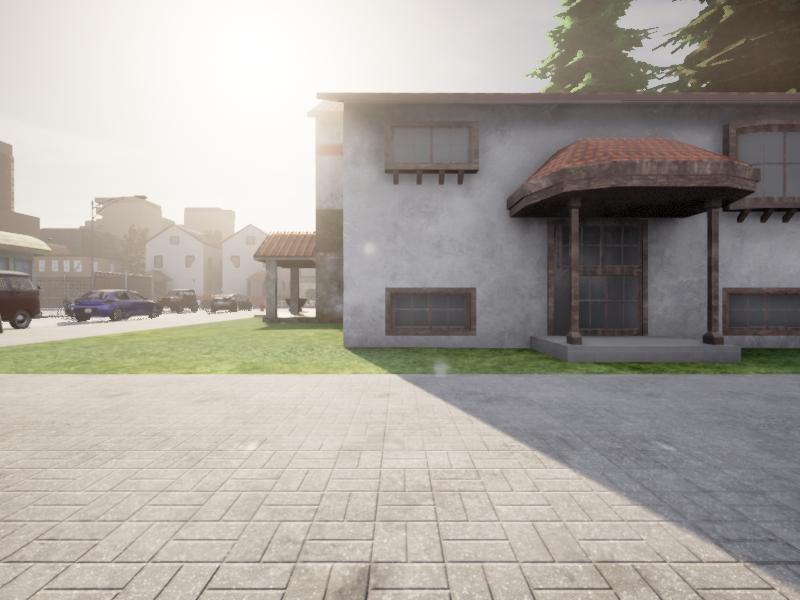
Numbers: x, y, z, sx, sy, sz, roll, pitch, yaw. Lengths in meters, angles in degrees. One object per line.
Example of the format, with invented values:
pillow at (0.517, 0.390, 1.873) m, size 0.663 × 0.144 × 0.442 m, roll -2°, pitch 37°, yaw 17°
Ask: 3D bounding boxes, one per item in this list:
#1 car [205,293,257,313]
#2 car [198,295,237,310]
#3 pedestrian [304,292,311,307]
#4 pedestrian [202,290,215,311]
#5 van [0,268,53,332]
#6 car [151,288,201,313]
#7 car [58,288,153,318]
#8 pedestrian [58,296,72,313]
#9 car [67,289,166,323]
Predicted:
car at (-13.474, 0.251, 32.322) m, size 2.163 × 1.488 × 4.792 m, roll 0°, pitch 0°, yaw 0°
car at (-19.004, 0.236, 41.522) m, size 2.128 × 1.511 × 4.902 m, roll 0°, pitch 0°, yaw -44°
pedestrian at (-12.032, -0.067, 52.015) m, size 0.751 × 1.860 × 0.751 m, roll 0°, pitch 0°, yaw -10°
pedestrian at (-17.695, 0.037, 36.952) m, size 0.751 × 1.860 × 0.751 m, roll 0°, pitch 0°, yaw 14°
van at (-13.442, -0.002, 12.281) m, size 1.775 × 1.987 × 4.442 m, roll 0°, pitch 0°, yaw -1°
car at (-17.623, 0.046, 31.695) m, size 1.905 × 1.878 × 3.866 m, roll 0°, pitch 0°, yaw -1°
car at (-17.422, 0.179, 24.042) m, size 2.033 × 1.649 × 4.856 m, roll 0°, pitch 0°, yaw 1°
pedestrian at (-21.798, 0.314, 26.029) m, size 0.500 × 1.100 × 0.500 m, roll 0°, pitch 0°, yaw 0°
car at (-13.469, 0.254, 19.347) m, size 1.816 × 1.474 × 4.193 m, roll 0°, pitch 0°, yaw 0°
